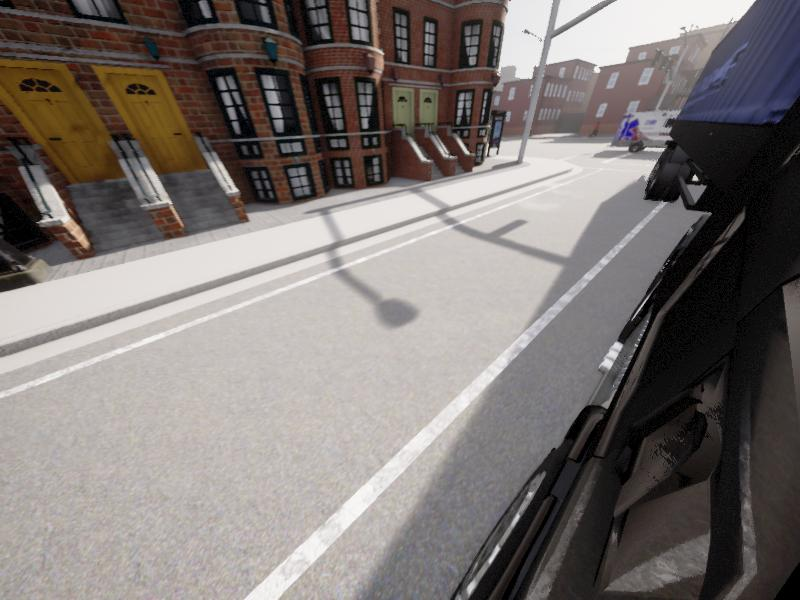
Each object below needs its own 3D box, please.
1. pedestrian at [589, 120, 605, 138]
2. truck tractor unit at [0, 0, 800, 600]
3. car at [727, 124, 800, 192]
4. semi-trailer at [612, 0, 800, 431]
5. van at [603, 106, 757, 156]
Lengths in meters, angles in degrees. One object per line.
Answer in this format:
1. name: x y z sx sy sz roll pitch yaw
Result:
1. pedestrian: 25.711 -22.355 30.233 0.751 1.860 0.751 -22 41 -24
2. truck tractor unit: 2.645 -0.295 0.351 6.516 4.208 3.053 -28 44 -30
3. car: 15.065 -5.584 8.840 4.856 1.649 2.033 -27 45 -28
4. semi-trailer: 8.030 -3.984 4.798 2.717 4.402 14.254 26 45 33
5. van: 19.319 -11.994 16.525 2.351 2.431 6.366 -28 43 -30
